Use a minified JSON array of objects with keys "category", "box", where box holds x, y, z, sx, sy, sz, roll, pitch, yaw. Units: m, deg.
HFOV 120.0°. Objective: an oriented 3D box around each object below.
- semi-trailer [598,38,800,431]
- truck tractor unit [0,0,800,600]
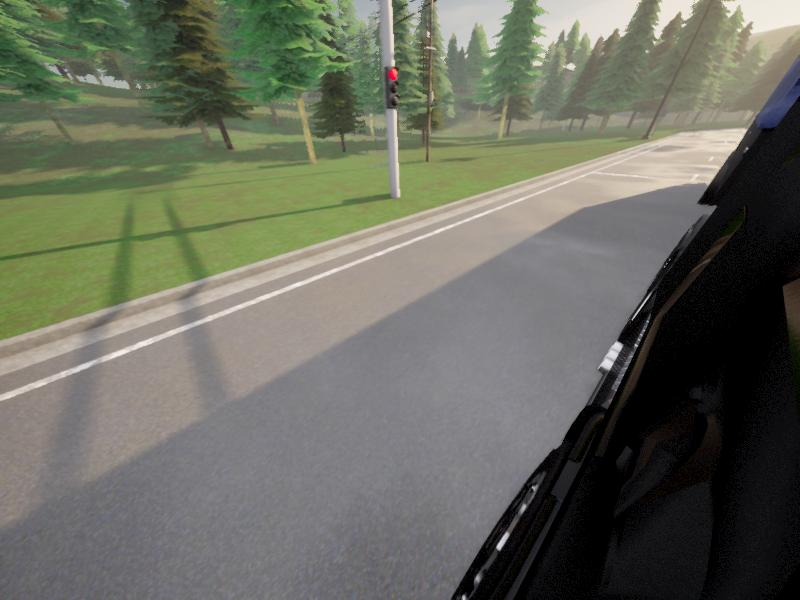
[{"category":"semi-trailer","box":[8.703,-3.602,4.223,14.254,4.402,2.717,-28,44,-30]},{"category":"truck tractor unit","box":[2.645,-0.295,0.351,6.516,4.208,3.053,-28,44,-30]}]
